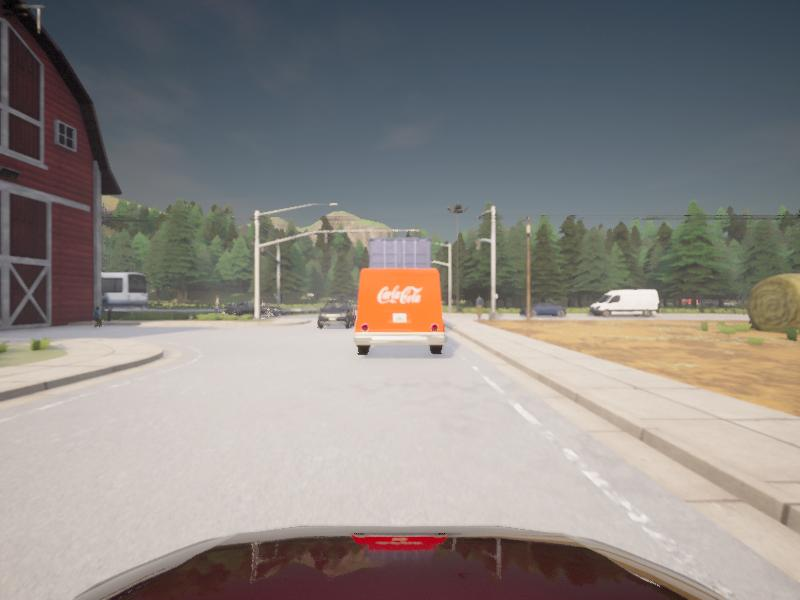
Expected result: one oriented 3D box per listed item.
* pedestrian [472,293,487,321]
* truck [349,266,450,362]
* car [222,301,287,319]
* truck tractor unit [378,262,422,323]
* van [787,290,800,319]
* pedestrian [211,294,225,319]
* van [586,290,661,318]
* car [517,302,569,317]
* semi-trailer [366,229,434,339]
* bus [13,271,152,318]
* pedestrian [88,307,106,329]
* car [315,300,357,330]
[{"bbox_3d":[5.385,0.476,27.183,0.751,1.860,0.751,0,0,-19],"label":"pedestrian"},{"bbox_3d":[-0.004,0.354,12.988,2.627,2.467,5.204,0,0,0],"label":"truck"},{"bbox_3d":[-12.600,0.850,34.856,4.902,1.511,2.128,0,0,-1],"label":"car"},{"bbox_3d":[-0.004,-0.533,31.046,3.053,4.208,6.516,0,0,0],"label":"truck tractor unit"},{"bbox_3d":[37.161,0.381,33.863,6.366,2.431,2.351,0,0,1],"label":"van"},{"bbox_3d":[-13.780,0.502,30.295,0.751,1.860,0.751,0,0,-4],"label":"pedestrian"},{"bbox_3d":[20.954,0.328,37.665,5.915,2.561,1.988,0,0,1],"label":"van"},{"bbox_3d":[13.470,0.915,37.798,4.181,1.385,1.994,0,0,1],"label":"car"},{"bbox_3d":[0.002,-0.630,23.129,2.717,4.402,14.254,0,0,0],"label":"semi-trailer"},{"bbox_3d":[-30.193,-0.518,38.492,10.273,4.253,3.944,0,0,1],"label":"bus"},{"bbox_3d":[-15.274,0.893,20.160,0.500,1.100,0.500,0,0,0],"label":"pedestrian"},{"bbox_3d":[-3.529,0.803,22.673,1.789,1.549,3.705,0,0,-1],"label":"car"}]
